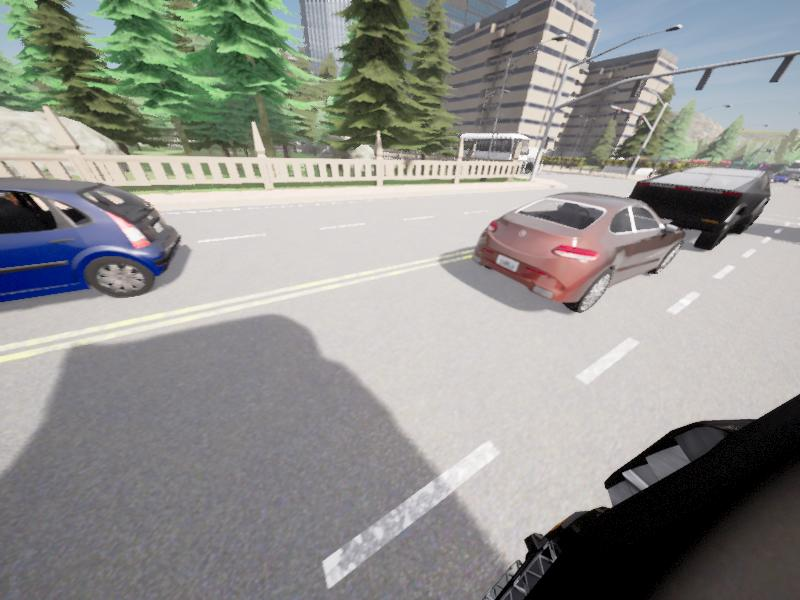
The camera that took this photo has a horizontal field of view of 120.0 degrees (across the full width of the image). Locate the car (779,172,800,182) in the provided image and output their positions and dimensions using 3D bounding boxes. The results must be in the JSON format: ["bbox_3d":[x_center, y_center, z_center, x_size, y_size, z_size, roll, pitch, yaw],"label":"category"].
[{"bbox_3d":[77.700,-24.260,45.594,4.902,1.511,2.128,-16,38,-26],"label":"car"}]

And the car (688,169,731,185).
[{"bbox_3d":[40.353,-16.043,30.111,4.514,1.525,2.007,-15,37,-25],"label":"car"}]

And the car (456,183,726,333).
[{"bbox_3d":[3.948,-1.340,4.860,5.027,1.651,2.152,-16,38,-26],"label":"car"}]

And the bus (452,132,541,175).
[{"bbox_3d":[12.345,-19.894,31.253,3.944,4.253,10.273,-16,38,-26],"label":"bus"}]

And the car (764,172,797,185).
[{"bbox_3d":[62.305,-19.929,37.803,4.514,1.525,2.007,-16,38,-26],"label":"car"}]

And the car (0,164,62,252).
[{"bbox_3d":[-10.389,-1.692,4.392,3.806,1.475,1.970,-16,38,-26],"label":"car"}]

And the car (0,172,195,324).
[{"bbox_3d":[-5.886,-0.790,3.264,3.988,1.617,1.851,-16,38,-26],"label":"car"}]

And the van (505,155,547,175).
[{"bbox_3d":[16.797,-18.194,31.090,1.775,1.987,4.442,-16,38,-26],"label":"van"}]

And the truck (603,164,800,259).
[{"bbox_3d":[10.440,-3.363,8.009,6.274,2.098,2.390,-16,38,-26],"label":"truck"}]

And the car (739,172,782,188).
[{"bbox_3d":[46.607,-15.540,29.840,4.974,1.542,2.038,-16,38,-26],"label":"car"}]

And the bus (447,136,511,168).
[{"bbox_3d":[13.423,-26.299,41.045,3.944,4.253,10.273,-16,38,-26],"label":"bus"}]

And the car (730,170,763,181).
[{"bbox_3d":[59.906,-21.536,39.923,4.974,1.542,2.038,-16,38,-26],"label":"car"}]
